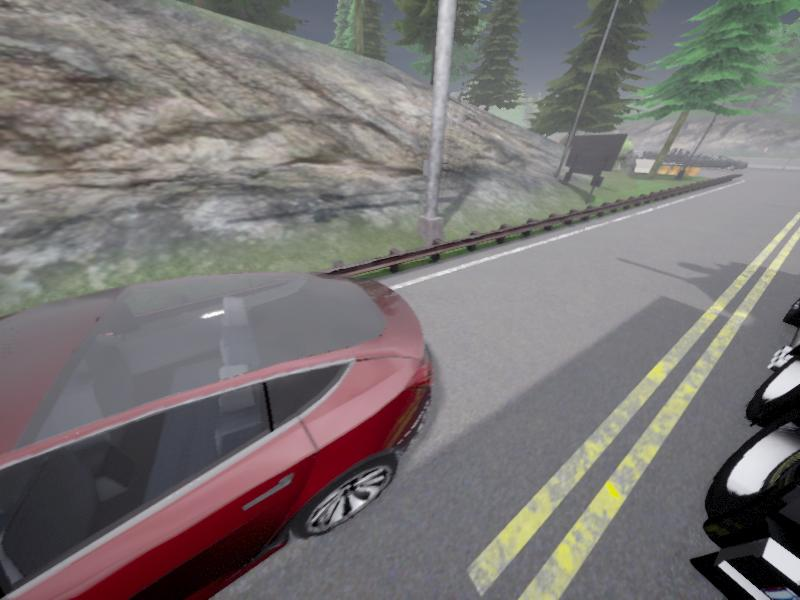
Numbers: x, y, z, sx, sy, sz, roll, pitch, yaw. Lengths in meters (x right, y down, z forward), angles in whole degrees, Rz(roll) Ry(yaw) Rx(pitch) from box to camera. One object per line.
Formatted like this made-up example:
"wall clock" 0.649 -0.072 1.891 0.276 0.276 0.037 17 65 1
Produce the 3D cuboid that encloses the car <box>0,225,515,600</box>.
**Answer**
"car" -2.011 0.929 1.366 4.792 1.488 2.163 -18 38 -25

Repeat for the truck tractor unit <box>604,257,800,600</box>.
"truck tractor unit" 5.095 -0.314 0.821 6.516 4.208 3.053 -19 38 -25

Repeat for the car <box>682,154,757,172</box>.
"car" 38.279 -16.561 27.842 2.128 1.511 4.902 -19 39 -26
